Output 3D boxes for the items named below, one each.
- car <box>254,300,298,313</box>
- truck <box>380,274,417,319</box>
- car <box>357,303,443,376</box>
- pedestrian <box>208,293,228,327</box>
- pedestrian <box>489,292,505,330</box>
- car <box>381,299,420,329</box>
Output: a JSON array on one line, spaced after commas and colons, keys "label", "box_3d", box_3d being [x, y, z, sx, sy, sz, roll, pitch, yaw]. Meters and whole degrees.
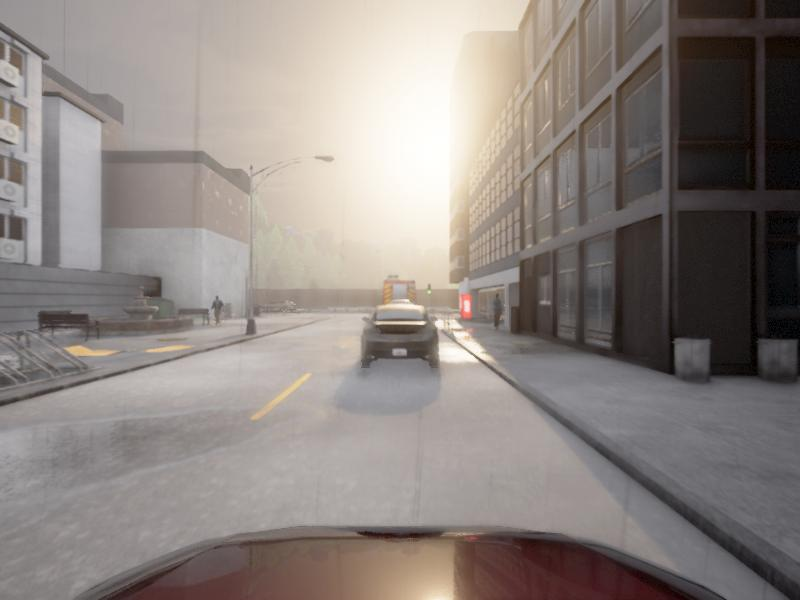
[{"label": "car", "box_3d": [-15.383, 0.820, 49.850, 4.856, 1.649, 2.033, 0, 0, 3]}, {"label": "truck", "box_3d": [-0.323, -0.287, 38.045, 2.891, 3.827, 8.468, 0, 0, -4]}, {"label": "car", "box_3d": [0.004, 0.856, 10.950, 1.837, 1.490, 4.892, 0, 0, 0]}, {"label": "pedestrian", "box_3d": [-10.014, 0.554, 22.038, 0.751, 1.860, 0.751, 0, 0, -2]}, {"label": "pedestrian", "box_3d": [4.915, 0.550, 20.234, 0.751, 1.860, 0.751, 0, 0, 16]}, {"label": "car", "box_3d": [0.010, 0.801, 24.568, 2.152, 1.651, 5.027, 0, 0, 0]}]
